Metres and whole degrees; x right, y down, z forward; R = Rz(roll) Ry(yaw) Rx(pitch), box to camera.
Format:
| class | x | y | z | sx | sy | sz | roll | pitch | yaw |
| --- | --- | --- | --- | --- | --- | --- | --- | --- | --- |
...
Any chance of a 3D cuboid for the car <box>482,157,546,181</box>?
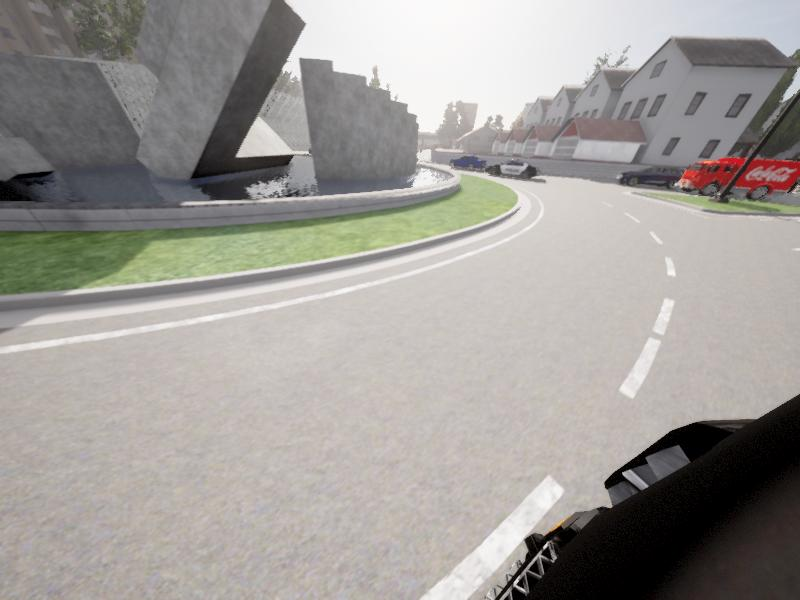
| class | x | y | z | sx | sy | sz | roll | pitch | yaw |
| --- | --- | --- | --- | --- | --- | --- | --- | --- | --- |
| car | 10.938 | -12.775 | 22.400 | 4.974 | 1.542 | 2.038 | 28 | 41 | 32 |

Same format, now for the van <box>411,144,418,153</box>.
| class | x | y | z | sx | sy | sz | roll | pitch | yaw |
| --- | --- | --- | --- | --- | --- | --- | --- | --- | --- |
| van | 4.917 | -51.128 | 77.915 | 1.988 | 2.561 | 5.915 | 6 | 34 | 4 |

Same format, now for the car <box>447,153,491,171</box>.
| class | x | y | z | sx | sy | sz | roll | pitch | yaw |
| --- | --- | --- | --- | --- | --- | --- | --- | --- | --- |
| car | 8.461 | -17.259 | 28.868 | 1.882 | 1.535 | 5.008 | -21 | 41 | -31 |

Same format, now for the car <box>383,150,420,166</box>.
| class | x | y | z | sx | sy | sz | roll | pitch | yaw |
| --- | --- | --- | --- | --- | --- | --- | --- | --- | --- |
| car | 0.172 | -19.160 | 31.135 | 4.674 | 1.442 | 1.812 | 23 | 38 | 27 |

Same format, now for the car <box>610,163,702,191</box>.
| class | x | y | z | sx | sy | sz | roll | pitch | yaw |
| --- | --- | --- | --- | --- | --- | --- | --- | --- | --- |
| car | 22.448 | -11.012 | 20.580 | 4.856 | 1.649 | 2.033 | 13 | 35 | 14 |

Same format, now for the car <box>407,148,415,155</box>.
| class | x | y | z | sx | sy | sz | roll | pitch | yaw |
| --- | --- | --- | --- | --- | --- | --- | --- | --- | --- |
| car | 3.059 | -41.593 | 64.708 | 1.816 | 1.474 | 4.193 | 6 | 34 | 4 |

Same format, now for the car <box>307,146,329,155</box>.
| class | x | y | z | sx | sy | sz | roll | pitch | yaw |
| --- | --- | --- | --- | --- | --- | --- | --- | --- | --- |
| car | -15.004 | -27.612 | 42.665 | 1.895 | 1.301 | 4.718 | 7 | 34 | 6 |

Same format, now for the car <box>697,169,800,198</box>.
| class | x | y | z | sx | sy | sz | roll | pitch | yaw |
| --- | --- | --- | --- | --- | --- | --- | --- | --- | --- |
| car | 29.201 | -9.761 | 19.231 | 5.238 | 1.638 | 1.930 | 8 | 34 | 7 |

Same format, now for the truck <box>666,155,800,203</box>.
| class | x | y | z | sx | sy | sz | roll | pitch | yaw |
| --- | --- | --- | --- | --- | --- | --- | --- | --- | --- |
| truck | 24.339 | -8.962 | 16.933 | 5.204 | 2.467 | 2.627 | 11 | 35 | 11 |
